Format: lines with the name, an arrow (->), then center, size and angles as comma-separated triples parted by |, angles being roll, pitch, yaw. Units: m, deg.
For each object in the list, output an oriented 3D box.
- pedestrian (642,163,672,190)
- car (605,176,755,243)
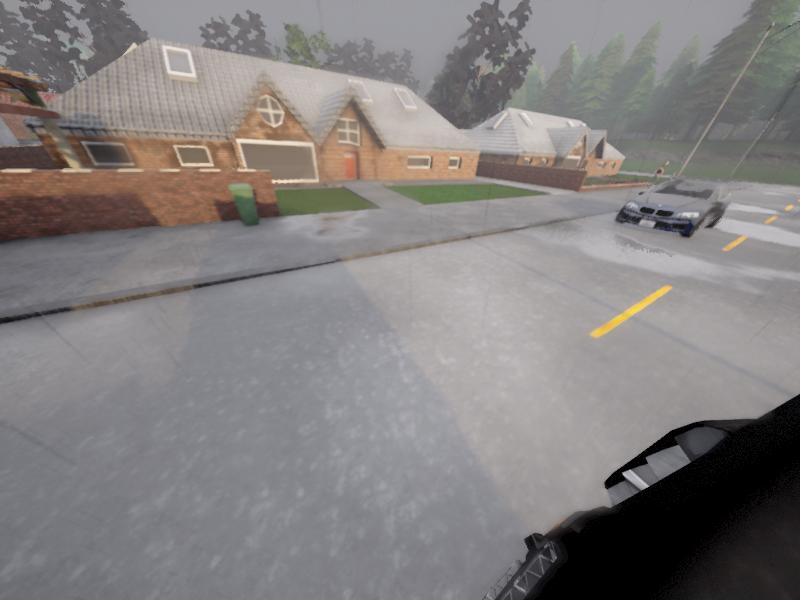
pedestrian -> 21.076, -10.121, 18.991 | 0.751, 1.860, 0.751 | -16, 38, -26
car -> 10.641, -3.664, 8.826 | 4.611, 1.667, 2.242 | -16, 38, -26
